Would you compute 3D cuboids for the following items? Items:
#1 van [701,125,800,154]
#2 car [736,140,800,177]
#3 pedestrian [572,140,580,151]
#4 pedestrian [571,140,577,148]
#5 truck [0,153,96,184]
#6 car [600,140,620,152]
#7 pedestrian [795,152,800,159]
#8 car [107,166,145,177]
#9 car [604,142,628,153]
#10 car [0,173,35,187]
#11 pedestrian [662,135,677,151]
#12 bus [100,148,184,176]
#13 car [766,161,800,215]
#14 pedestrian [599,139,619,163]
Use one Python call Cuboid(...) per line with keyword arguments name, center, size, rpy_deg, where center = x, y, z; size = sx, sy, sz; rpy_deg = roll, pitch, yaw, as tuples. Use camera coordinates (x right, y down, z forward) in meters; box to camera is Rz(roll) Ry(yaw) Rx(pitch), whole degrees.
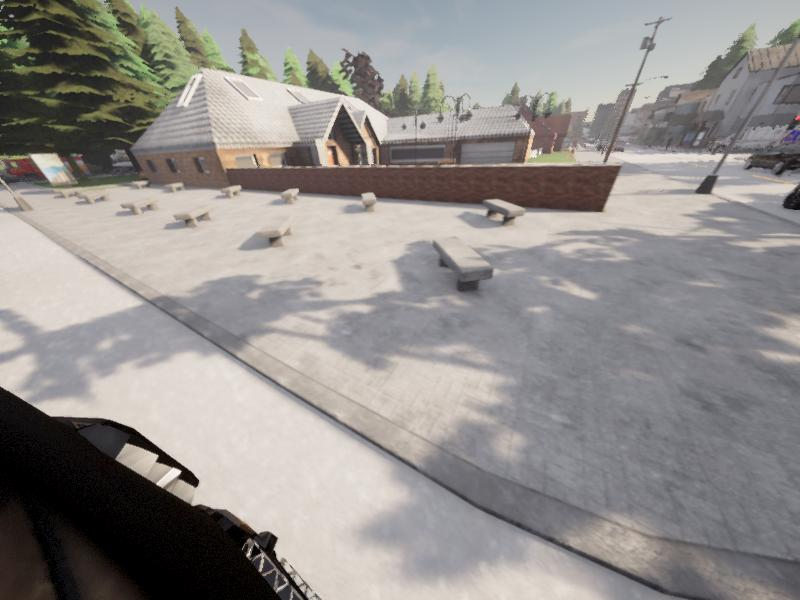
Cuboid(name="van", center=(40.358, -18.300, 26.441), size=(6.366, 2.431, 2.351), rpy_deg=(17, 38, 27))
Cuboid(name="car", center=(22.795, -8.275, 13.396), size=(1.882, 1.535, 5.008), rpy_deg=(16, 38, 26))
Cuboid(name="pedestrian", center=(36.556, -32.189, 48.009), size=(0.751, 1.860, 0.751), rpy_deg=(23, 41, 34))
Cuboid(name="pedestrian", center=(44.808, -40.263, 59.604), size=(0.751, 1.860, 0.751), rpy_deg=(16, 38, 26))
Cuboid(name="truck", center=(-59.593, -22.391, 39.204), size=(2.891, 3.827, 8.468), rpy_deg=(16, 38, 26))
Cuboid(name="car", center=(39.163, -28.836, 43.208), size=(1.851, 1.617, 3.988), rpy_deg=(16, 38, 26))
Cuboid(name="pedestrian", center=(31.717, -11.815, 17.561), size=(0.751, 1.860, 0.751), rpy_deg=(16, 38, 26))
Cuboid(name="car", center=(-52.012, -24.434, 43.944), size=(1.994, 1.385, 4.181), rpy_deg=(16, 38, 26))
Cuboid(name="car", center=(35.681, -25.253, 38.265), size=(1.994, 1.385, 4.181), rpy_deg=(16, 38, 26))
Cuboid(name="car", center=(-58.279, -17.456, 33.756), size=(1.837, 1.490, 4.892), rpy_deg=(2, 34, 7))
Cuboid(name="pedestrian", center=(40.330, -23.483, 34.586), size=(0.751, 1.860, 0.751), rpy_deg=(23, 41, 33))
Cuboid(name="bus", center=(-53.087, -28.915, 48.196), size=(3.944, 4.253, 10.273), rpy_deg=(16, 38, 26))
Cuboid(name="car", center=(12.598, -2.632, 5.504), size=(2.242, 1.667, 4.611), rpy_deg=(16, 38, 26))
Cuboid(name="pedestrian", center=(20.192, -14.415, 22.351), size=(0.751, 1.860, 0.751), rpy_deg=(17, 38, 27))
